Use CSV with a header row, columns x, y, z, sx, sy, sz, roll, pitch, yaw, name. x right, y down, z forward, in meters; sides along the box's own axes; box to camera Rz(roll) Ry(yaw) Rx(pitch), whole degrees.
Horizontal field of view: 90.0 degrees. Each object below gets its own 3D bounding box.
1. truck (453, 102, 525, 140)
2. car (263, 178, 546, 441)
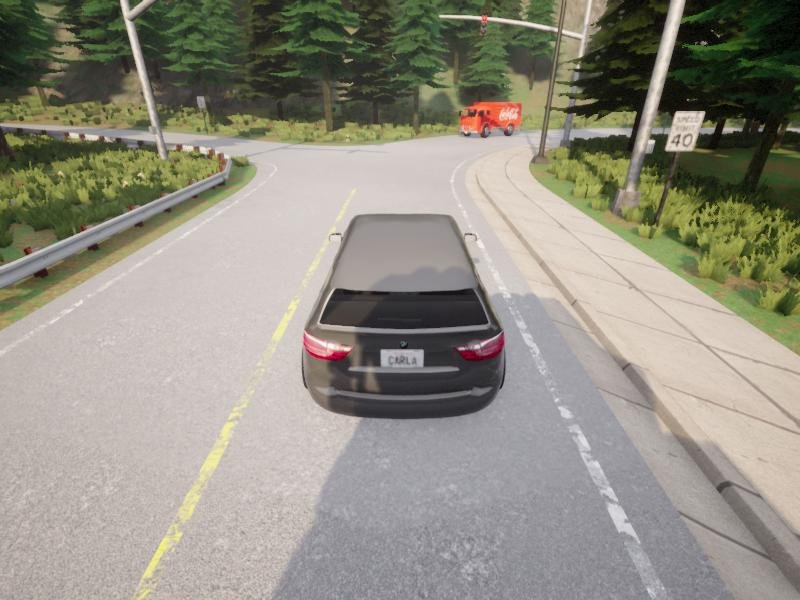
x,y,z,sx,sy,sz,roll,pitch,yaw,name
7.090,-14.315,31.736,5.204,2.467,2.627,-20,33,-34,truck
0.042,-0.419,5.592,2.242,1.667,4.611,0,27,0,car
